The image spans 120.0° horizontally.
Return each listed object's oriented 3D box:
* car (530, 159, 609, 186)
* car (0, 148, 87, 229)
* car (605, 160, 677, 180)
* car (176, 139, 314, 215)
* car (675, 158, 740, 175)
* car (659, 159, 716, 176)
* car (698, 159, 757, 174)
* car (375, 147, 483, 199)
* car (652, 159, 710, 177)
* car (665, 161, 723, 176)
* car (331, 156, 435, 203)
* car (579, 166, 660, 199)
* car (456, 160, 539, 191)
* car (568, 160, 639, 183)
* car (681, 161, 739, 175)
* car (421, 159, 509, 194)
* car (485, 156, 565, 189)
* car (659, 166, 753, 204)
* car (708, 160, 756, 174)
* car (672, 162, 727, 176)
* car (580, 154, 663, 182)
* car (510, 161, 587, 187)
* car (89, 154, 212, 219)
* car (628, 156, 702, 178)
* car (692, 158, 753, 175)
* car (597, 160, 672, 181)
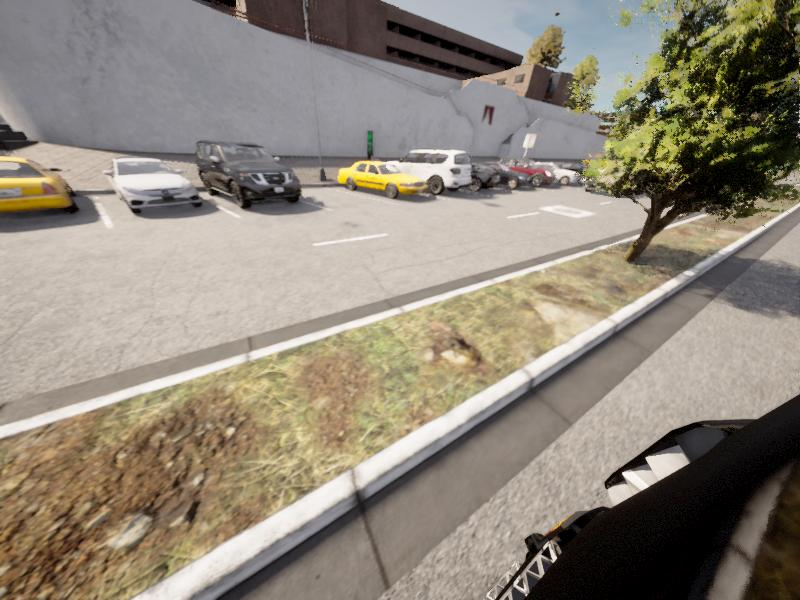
[{"bbox_3d":[14.433,-11.072,19.908,5.008,1.535,2.097,26,41,32],"label":"car"},{"bbox_3d":[-11.744,-3.625,7.052,5.366,1.575,1.946,26,40,32],"label":"car"},{"bbox_3d":[27.294,-14.983,26.425,5.366,1.575,1.946,26,41,32],"label":"car"},{"bbox_3d":[-6.357,-5.228,9.426,5.566,2.045,2.435,26,40,32],"label":"car"},{"bbox_3d":[48.233,-21.177,36.538,5.566,2.045,2.435,26,40,32],"label":"car"},{"bbox_3d":[40.426,-18.823,32.730,4.553,1.767,2.185,26,40,32],"label":"car"},{"bbox_3d":[58.723,-24.140,41.675,5.566,2.045,2.435,26,40,32],"label":"car"},{"bbox_3d":[1.400,-7.487,13.346,5.566,2.045,2.435,26,40,32],"label":"car"},{"bbox_3d":[37.869,-18.042,31.399,4.553,1.767,2.185,26,41,32],"label":"car"},{"bbox_3d":[43.043,-19.460,34.080,4.892,1.521,2.231,26,40,32],"label":"car"},{"bbox_3d":[-1.047,-6.451,12.077,5.366,1.575,1.946,26,40,32],"label":"car"},{"bbox_3d":[14.216,-7.720,14.979,4.892,1.490,1.837,-16,38,-25],"label":"car"},{"bbox_3d":[6.624,-8.747,16.084,4.674,1.452,2.002,26,40,32],"label":"car"},{"bbox_3d":[19.658,-12.581,22.482,4.792,1.488,2.163,26,40,32],"label":"car"},{"bbox_3d":[50.709,-21.777,38.052,5.366,1.575,1.946,26,40,32],"label":"car"},{"bbox_3d":[3.991,-8.007,14.792,4.792,1.488,2.163,26,40,32],"label":"car"},{"bbox_3d":[9.206,-9.661,17.293,4.553,1.767,2.185,26,40,32],"label":"car"},{"bbox_3d":[19.176,-7.313,14.511,4.611,1.667,2.242,-17,38,-25],"label":"car"},{"bbox_3d":[61.410,-24.821,42.919,4.442,1.987,1.878,26,40,32],"label":"car"},{"bbox_3d":[45.620,-20.192,35.396,4.792,1.488,2.163,26,40,32],"label":"car"},{"bbox_3d":[22.268,-13.584,23.613,5.566,2.045,2.435,26,40,32],"label":"car"},{"bbox_3d":[11.825,-10.276,18.654,4.674,1.452,2.002,26,40,32],"label":"car"},{"bbox_3d":[-9.000,-4.260,8.293,4.674,1.452,2.002,26,40,32],"label":"car"},{"bbox_3d":[32.621,-16.653,28.778,5.566,2.045,2.435,26,41,32],"label":"car"},{"bbox_3d":[56.056,-23.417,40.414,5.566,2.045,2.435,26,40,32],"label":"car"},{"bbox_3d":[24.983,-14.084,24.948,5.366,1.575,1.946,26,40,32],"label":"car"}]
